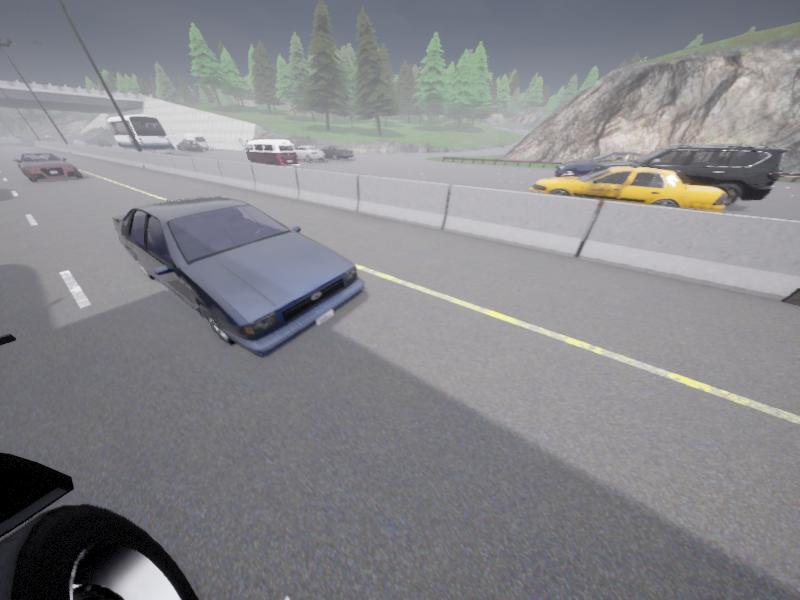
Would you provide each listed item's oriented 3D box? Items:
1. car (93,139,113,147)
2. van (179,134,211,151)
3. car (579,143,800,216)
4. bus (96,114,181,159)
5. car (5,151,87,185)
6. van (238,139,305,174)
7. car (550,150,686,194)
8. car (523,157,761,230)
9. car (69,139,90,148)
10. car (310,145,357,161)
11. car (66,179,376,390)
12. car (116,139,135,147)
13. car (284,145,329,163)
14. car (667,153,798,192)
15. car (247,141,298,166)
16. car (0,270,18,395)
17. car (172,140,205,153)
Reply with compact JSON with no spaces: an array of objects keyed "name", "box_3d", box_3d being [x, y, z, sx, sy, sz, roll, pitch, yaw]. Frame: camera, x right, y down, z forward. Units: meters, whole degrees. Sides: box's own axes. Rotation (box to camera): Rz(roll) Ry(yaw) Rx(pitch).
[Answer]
[{"name":"car","box_3d":[-69.647,-36.744,54.103,4.193,1.474,1.816,21,40,27]},{"name":"van","box_3d":[-39.135,-30.098,44.017,5.915,2.561,1.988,22,40,27]},{"name":"car","box_3d":[11.296,-5.280,9.698,5.566,2.045,2.150,21,40,27]},{"name":"bus","box_3d":[-34.513,-21.602,30.542,10.273,4.253,3.944,22,41,27]},{"name":"car","box_3d":[-21.327,-8.047,13.941,4.181,1.385,1.994,21,40,27]},{"name":"van","box_3d":[-9.866,-11.134,17.823,4.480,2.038,2.069,21,40,27]},{"name":"car","box_3d":[11.737,-7.365,13.023,5.027,1.651,2.152,21,40,27]},{"name":"car","box_3d":[7.738,-4.049,8.330,5.366,1.575,1.801,21,40,27]},{"name":"car","box_3d":[-72.128,-35.270,52.023,4.674,1.442,1.812,21,40,27]},{"name":"car","box_3d":[-7.851,-17.377,27.244,5.357,1.411,2.033,21,40,27]},{"name":"car","box_3d":[-3.191,-0.954,4.020,5.357,1.411,2.033,21,40,27]},{"name":"car","box_3d":[-65.971,-37.737,55.540,4.193,1.474,1.816,21,40,27]},{"name":"car","box_3d":[-10.098,-15.842,25.008,4.674,1.442,1.812,21,40,27]},{"name":"car","box_3d":[18.161,-7.244,12.986,3.633,1.501,1.845,22,40,27]},{"name":"car","box_3d":[-12.608,-14.573,22.814,4.605,1.855,1.932,21,40,27]},{"name":"car","box_3d":[-6.757,-0.021,2.467,4.856,1.649,2.033,21,40,27]},{"name":"car","box_3d":[-35.552,-25.903,38.858,4.611,1.667,2.242,22,40,27]}]
